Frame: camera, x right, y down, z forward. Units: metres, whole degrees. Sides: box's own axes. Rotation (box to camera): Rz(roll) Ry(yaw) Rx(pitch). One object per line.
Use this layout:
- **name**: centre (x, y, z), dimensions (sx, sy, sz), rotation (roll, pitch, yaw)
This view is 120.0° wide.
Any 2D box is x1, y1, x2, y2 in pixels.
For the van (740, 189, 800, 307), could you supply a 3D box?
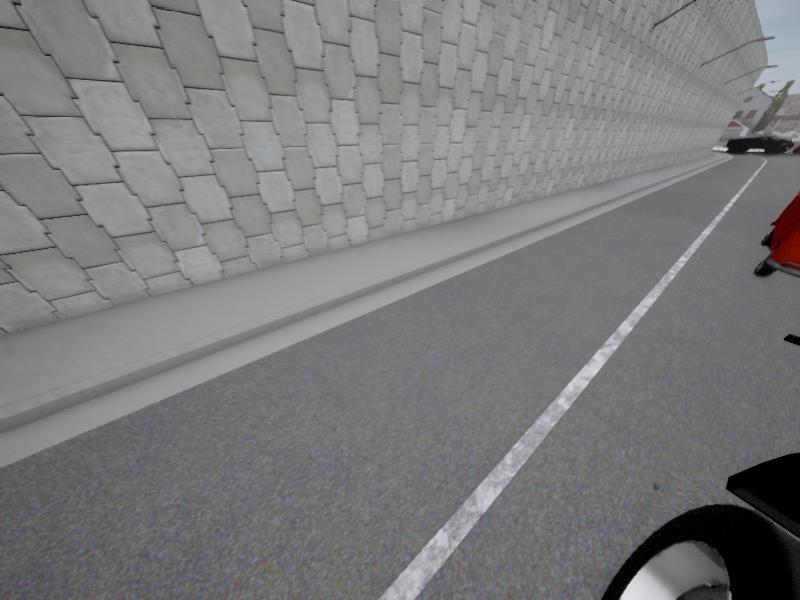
- **van**: centre (8.363, -1.340, 4.015), dimensions (4.442, 1.987, 1.775), rotation (-23, 41, -29)

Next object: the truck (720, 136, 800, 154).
- **truck**: centre (53.792, -23.267, 34.627), dimensions (2.390, 2.098, 6.274), rotation (-4, 35, -6)

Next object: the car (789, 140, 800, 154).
- **car**: centre (58.366, -21.030, 31.700), dimensions (2.097, 1.767, 4.553), rotation (-14, 38, -19)
